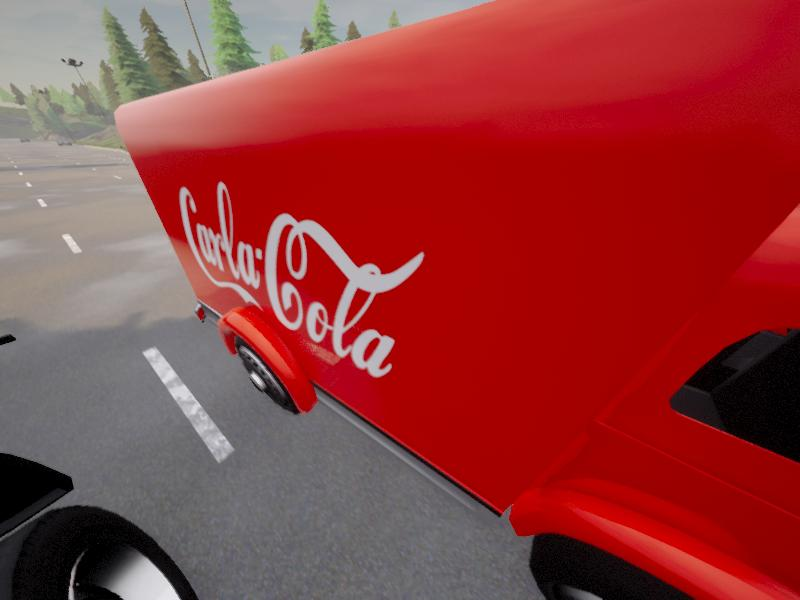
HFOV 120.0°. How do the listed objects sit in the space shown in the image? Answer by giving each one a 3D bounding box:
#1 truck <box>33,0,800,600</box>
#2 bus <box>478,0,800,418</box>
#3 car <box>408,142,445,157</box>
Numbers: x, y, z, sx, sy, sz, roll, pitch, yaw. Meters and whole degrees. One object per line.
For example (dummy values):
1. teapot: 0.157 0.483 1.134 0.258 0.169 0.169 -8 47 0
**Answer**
1. truck: 0.467 -0.107 1.909 5.204 2.467 2.627 22 41 28
2. bus: 6.632 -0.876 1.514 10.273 4.253 3.944 22 41 28
3. car: 3.898 -22.080 33.755 5.027 1.651 2.152 -23 41 -29
